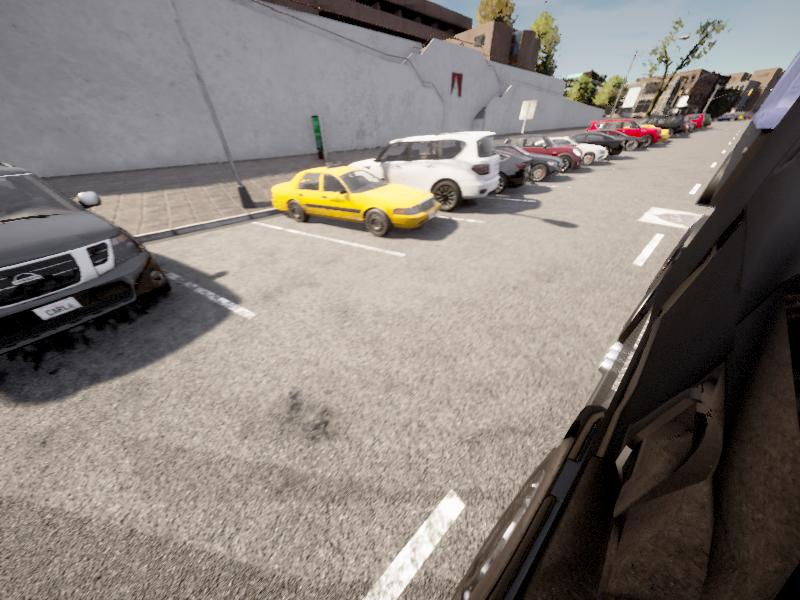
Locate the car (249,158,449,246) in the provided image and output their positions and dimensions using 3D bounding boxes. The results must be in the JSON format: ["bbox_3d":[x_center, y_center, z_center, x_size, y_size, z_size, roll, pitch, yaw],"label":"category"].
[{"bbox_3d":[-1.546,-3.094,6.694,5.366,1.575,1.946,17,40,25],"label":"car"}]

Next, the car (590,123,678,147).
[{"bbox_3d":[21.438,-15.393,21.589,5.366,1.575,1.946,17,40,26],"label":"car"}]

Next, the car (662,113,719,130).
[{"bbox_3d":[51.201,-31.498,40.932,5.566,2.045,2.435,17,40,26],"label":"car"}]

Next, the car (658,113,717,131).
[{"bbox_3d":[48.831,-30.298,39.460,5.566,2.045,2.435,17,41,26],"label":"car"}]

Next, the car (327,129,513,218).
[{"bbox_3d":[0.557,-4.565,8.137,5.566,2.045,2.435,17,41,25],"label":"car"}]

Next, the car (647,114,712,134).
[{"bbox_3d":[41.914,-26.654,34.973,5.566,2.045,2.435,17,41,25],"label":"car"}]

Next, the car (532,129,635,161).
[{"bbox_3d":[12.091,-10.495,15.724,5.008,1.535,2.097,17,41,26],"label":"car"}]

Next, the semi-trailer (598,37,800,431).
[{"bbox_3d":[8.692,-3.595,4.253,14.254,4.402,2.717,-28,43,-30],"label":"semi-trailer"}]

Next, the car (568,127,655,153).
[{"bbox_3d":[16.710,-12.941,18.705,4.792,1.488,2.163,17,40,26],"label":"car"}]

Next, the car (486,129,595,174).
[{"bbox_3d":[7.459,-8.144,12.696,4.553,1.767,2.185,17,40,26],"label":"car"}]

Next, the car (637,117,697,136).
[{"bbox_3d":[35.026,-22.904,30.561,4.553,1.767,2.185,17,40,25],"label":"car"}]

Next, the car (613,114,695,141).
[{"bbox_3d":[28.124,-19.330,25.996,5.566,2.045,2.435,17,41,26],"label":"car"}]

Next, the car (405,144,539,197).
[{"bbox_3d":[2.866,-5.559,9.796,4.792,1.488,2.163,17,41,25],"label":"car"}]

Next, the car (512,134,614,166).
[{"bbox_3d":[9.790,-9.233,14.268,4.674,1.452,2.002,17,40,26],"label":"car"}]

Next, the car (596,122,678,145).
[{"bbox_3d":[23.409,-16.715,23.233,5.366,1.575,1.946,17,41,26],"label":"car"}]

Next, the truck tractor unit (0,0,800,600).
[{"bbox_3d":[2.645,-0.295,0.351,6.516,4.208,3.053,-28,44,-30],"label":"truck tractor unit"}]

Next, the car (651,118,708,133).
[{"bbox_3d":[44.092,-27.711,36.684,5.366,1.575,1.946,17,41,26],"label":"car"}]

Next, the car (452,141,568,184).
[{"bbox_3d":[5.197,-6.772,11.294,4.674,1.452,2.002,17,40,26],"label":"car"}]

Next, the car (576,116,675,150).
[{"bbox_3d":[18.993,-14.403,20.028,5.566,2.045,2.435,17,40,26],"label":"car"}]

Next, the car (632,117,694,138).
[{"bbox_3d":[32.780,-21.663,29.033,4.553,1.767,2.185,17,41,26],"label":"car"}]

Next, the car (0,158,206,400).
[{"bbox_3d":[-6.287,-0.913,3.612,5.566,2.045,2.435,17,40,25],"label":"car"}]
